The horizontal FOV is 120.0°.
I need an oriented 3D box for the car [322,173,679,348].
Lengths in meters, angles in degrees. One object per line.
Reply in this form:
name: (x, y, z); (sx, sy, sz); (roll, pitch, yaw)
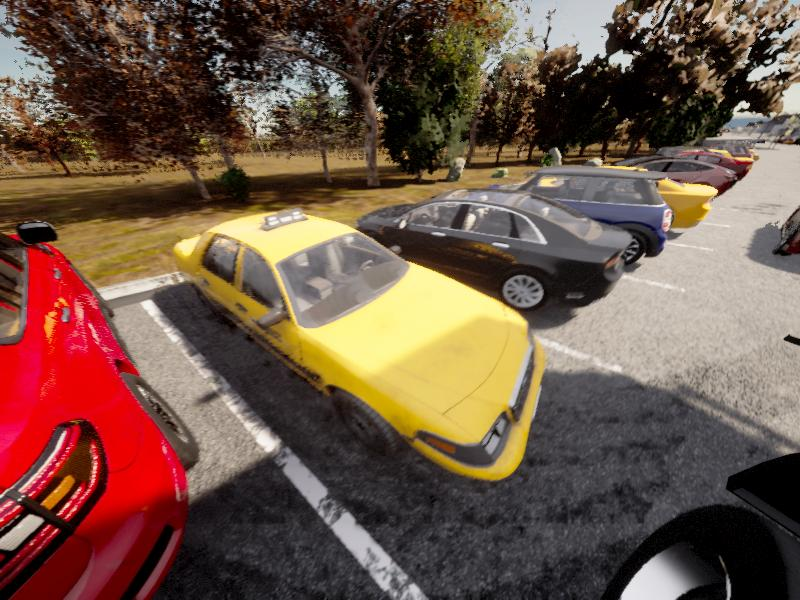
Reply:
car: (1.169, -1.311, 4.431); (4.892, 1.521, 2.231); (21, 41, 29)

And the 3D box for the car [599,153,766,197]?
car: (13.219, -6.336, 11.483); (4.792, 1.488, 2.163); (20, 39, 28)

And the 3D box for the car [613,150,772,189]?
car: (15.566, -7.397, 12.913); (5.008, 1.535, 2.097); (20, 40, 27)

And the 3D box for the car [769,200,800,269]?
car: (10.234, -1.623, 4.914); (4.181, 1.385, 1.994); (-23, 41, -28)

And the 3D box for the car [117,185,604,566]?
car: (-1.113, -0.267, 2.964); (5.366, 1.575, 1.946); (21, 40, 29)

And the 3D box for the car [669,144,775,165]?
car: (29.732, -13.716, 21.723); (5.366, 1.575, 1.946); (18, 39, 26)

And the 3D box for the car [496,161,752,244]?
car: (6.010, -3.312, 7.218); (5.008, 1.535, 2.097); (21, 40, 28)

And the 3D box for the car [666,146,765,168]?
car: (27.266, -12.648, 20.313); (4.674, 1.452, 2.002); (19, 39, 26)

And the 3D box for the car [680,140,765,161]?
car: (34.181, -16.040, 24.764); (4.553, 1.767, 2.185); (18, 39, 25)

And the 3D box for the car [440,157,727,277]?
car: (3.613, -2.406, 5.739); (4.553, 1.767, 2.185); (21, 40, 28)

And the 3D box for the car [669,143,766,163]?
car: (31.709, -14.905, 23.399); (5.366, 1.575, 1.946); (18, 39, 26)

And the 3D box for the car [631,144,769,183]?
car: (17.898, -8.555, 14.316); (4.553, 1.767, 2.185); (20, 39, 27)

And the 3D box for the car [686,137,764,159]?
car: (36.527, -17.205, 26.218); (4.442, 1.987, 1.878); (18, 38, 25)

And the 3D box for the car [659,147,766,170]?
car: (24.948, -11.575, 18.814); (4.674, 1.452, 2.002); (19, 39, 26)

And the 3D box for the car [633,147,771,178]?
car: (20.117, -9.545, 15.913); (5.366, 1.575, 1.946); (19, 40, 27)

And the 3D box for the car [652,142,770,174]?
car: (22.639, -10.639, 17.221); (4.553, 1.767, 2.185); (19, 40, 27)

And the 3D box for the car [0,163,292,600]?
car: (-3.735, 0.454, 1.541); (5.566, 2.045, 2.435); (21, 41, 29)

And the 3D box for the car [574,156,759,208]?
car: (10.775, -5.327, 10.078); (4.792, 1.488, 2.163); (20, 40, 28)
